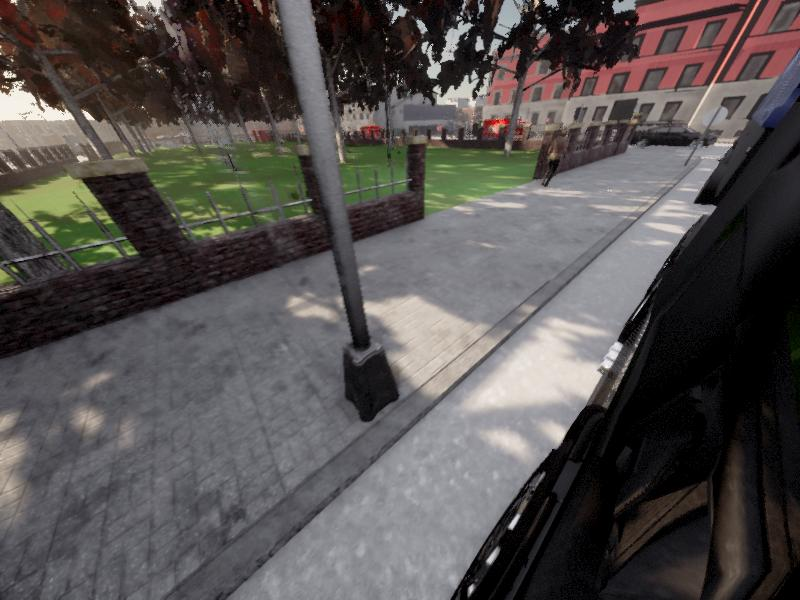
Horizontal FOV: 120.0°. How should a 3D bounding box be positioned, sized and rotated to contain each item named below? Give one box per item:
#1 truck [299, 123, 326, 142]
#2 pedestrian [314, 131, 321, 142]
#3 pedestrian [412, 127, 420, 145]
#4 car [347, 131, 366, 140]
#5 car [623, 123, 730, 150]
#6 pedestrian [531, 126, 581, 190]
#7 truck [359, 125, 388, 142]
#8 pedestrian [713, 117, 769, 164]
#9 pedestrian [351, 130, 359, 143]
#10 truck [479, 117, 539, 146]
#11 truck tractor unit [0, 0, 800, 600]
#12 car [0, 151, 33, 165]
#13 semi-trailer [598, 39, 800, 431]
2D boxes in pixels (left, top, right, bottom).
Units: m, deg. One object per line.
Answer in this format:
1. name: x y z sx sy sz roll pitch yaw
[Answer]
1. truck: -23.283 -44.298 61.154 2.891 3.827 8.468 -28 44 -30
2. pedestrian: -17.929 -35.682 50.430 0.751 1.860 0.751 -29 44 -31
3. pedestrian: 2.131 -21.798 30.741 0.751 1.860 0.751 -28 44 -30
4. car: -10.151 -38.327 53.881 2.033 1.649 4.856 -28 44 -30
5. car: 21.339 -12.823 18.118 1.882 1.535 5.008 -28 44 -30
6. pedestrian: 5.518 -5.060 8.272 0.751 1.860 0.751 -29 44 -30
7. truck: -5.004 -31.356 43.598 2.627 2.467 5.204 -28 44 -30
8. pedestrian: 17.126 -8.006 11.658 0.751 1.860 0.751 -28 44 -30
9. pedestrian: -7.886 -28.708 40.543 0.751 1.860 0.751 -28 44 -30
10. truck: 12.337 -19.389 26.620 2.627 2.467 5.204 -28 44 -30
11. truck tractor unit: 2.645 -0.295 0.351 6.516 4.208 3.053 -28 44 -30
12. car: -58.515 -21.529 34.999 1.812 1.442 4.674 -28 44 -30
13. semi-trailer: 8.672 -3.623 4.253 14.254 4.402 2.717 -28 44 -30
